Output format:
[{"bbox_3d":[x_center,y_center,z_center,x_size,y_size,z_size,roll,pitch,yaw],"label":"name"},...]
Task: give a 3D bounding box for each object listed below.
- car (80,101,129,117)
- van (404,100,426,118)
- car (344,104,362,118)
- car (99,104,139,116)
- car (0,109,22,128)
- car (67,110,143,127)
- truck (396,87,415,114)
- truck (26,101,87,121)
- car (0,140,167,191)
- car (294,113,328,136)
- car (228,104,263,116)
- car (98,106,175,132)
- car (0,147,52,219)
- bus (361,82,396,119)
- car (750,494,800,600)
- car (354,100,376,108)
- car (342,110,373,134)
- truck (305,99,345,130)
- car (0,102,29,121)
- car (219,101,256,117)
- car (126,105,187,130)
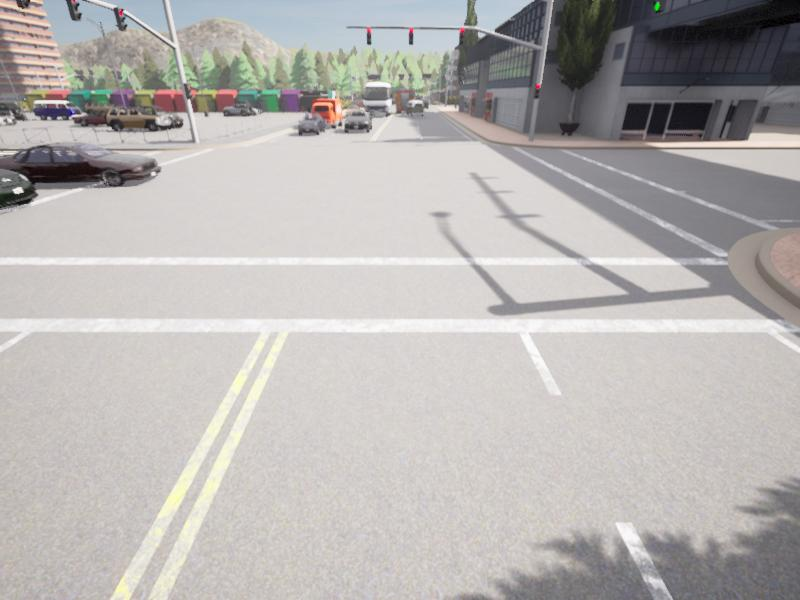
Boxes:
[{"bbox_3d":[-38.884,-25.166,52.718,4.605,1.855,1.932,0,27,0],"label":"car"},{"bbox_3d":[2.082,-26.904,56.238,2.069,2.038,4.480,-5,28,-10],"label":"van"},{"bbox_3d":[-6.450,-26.222,55.416,1.801,1.575,5.366,1,27,1],"label":"car"},{"bbox_3d":[-38.815,-26.311,55.386,3.905,1.438,1.784,0,27,0],"label":"car"},{"bbox_3d":[-38.824,-17.177,37.826,3.806,1.475,1.970,0,27,0],"label":"car"},{"bbox_3d":[-27.798,-17.179,37.815,5.357,1.415,2.033,0,27,0],"label":"car"},{"bbox_3d":[0.921,-33.343,66.710,2.891,3.827,8.468,1,27,1],"label":"truck"},{"bbox_3d":[-38.842,-21.469,45.378,4.478,2.038,2.069,0,27,0],"label":"truck"},{"bbox_3d":[-11.888,-4.950,14.567,5.357,1.411,2.033,-3,28,-5],"label":"car"},{"bbox_3d":[-7.090,-14.142,32.159,1.845,1.501,3.633,0,27,1],"label":"car"},{"bbox_3d":[-21.348,-26.279,55.391,3.806,1.475,1.970,0,27,0],"label":"car"},{"bbox_3d":[-21.421,-14.802,32.715,4.605,1.855,1.932,0,27,0],"label":"car"},{"bbox_3d":[-12.702,-3.271,11.095,3.988,1.617,1.851,0,27,-1],"label":"car"},{"bbox_3d":[-2.796,-27.957,55.861,3.944,4.253,10.273,1,27,1],"label":"bus"},{"bbox_3d":[3.501,2.254,0.690,1.994,1.385,4.181,0,27,0],"label":"car"},{"bbox_3d":[-7.940,-44.788,91.295,4.611,1.667,2.242,0,27,1],"label":"car"},{"bbox_3d":[-3.565,-15.501,34.680,2.152,1.651,5.027,0,27,0],"label":"car"},{"bbox_3d":[-6.975,-17.687,37.972,2.627,2.467,5.204,1,28,1],"label":"truck"},{"bbox_3d":[-45.221,-21.384,45.426,3.866,1.878,1.905,0,27,0],"label":"car"},{"bbox_3d":[-21.364,-25.159,52.710,3.866,1.878,1.905,0,27,0],"label":"car"},{"bbox_3d":[-21.361,-16.131,35.286,3.866,1.878,1.905,0,27,0],"label":"car"}]
